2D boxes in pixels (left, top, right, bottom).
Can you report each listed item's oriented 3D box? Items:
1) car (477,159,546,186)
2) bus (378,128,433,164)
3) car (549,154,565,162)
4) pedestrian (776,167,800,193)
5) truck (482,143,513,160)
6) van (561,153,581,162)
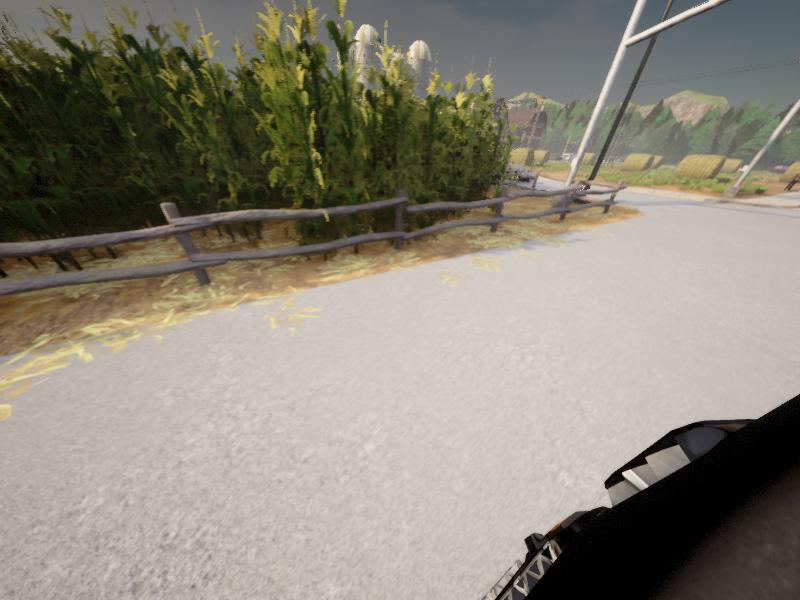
[{"bbox_3d":[9.317,-11.016,19.802,2.163,1.488,4.792,-16,38,-26],"label":"car"},{"bbox_3d":[0.480,-24.791,37.296,3.944,4.253,10.273,-15,38,-25],"label":"bus"},{"bbox_3d":[51.228,-46.375,75.516,4.605,1.855,1.932,-17,38,-27],"label":"car"},{"bbox_3d":[33.936,-10.295,19.828,0.751,1.860,0.751,-9,36,-18],"label":"pedestrian"},{"bbox_3d":[27.893,-42.448,66.144,8.468,3.827,2.891,-17,38,-27],"label":"truck"},{"bbox_3d":[58.444,-48.772,79.124,6.366,2.431,2.351,-17,38,-27],"label":"van"}]
